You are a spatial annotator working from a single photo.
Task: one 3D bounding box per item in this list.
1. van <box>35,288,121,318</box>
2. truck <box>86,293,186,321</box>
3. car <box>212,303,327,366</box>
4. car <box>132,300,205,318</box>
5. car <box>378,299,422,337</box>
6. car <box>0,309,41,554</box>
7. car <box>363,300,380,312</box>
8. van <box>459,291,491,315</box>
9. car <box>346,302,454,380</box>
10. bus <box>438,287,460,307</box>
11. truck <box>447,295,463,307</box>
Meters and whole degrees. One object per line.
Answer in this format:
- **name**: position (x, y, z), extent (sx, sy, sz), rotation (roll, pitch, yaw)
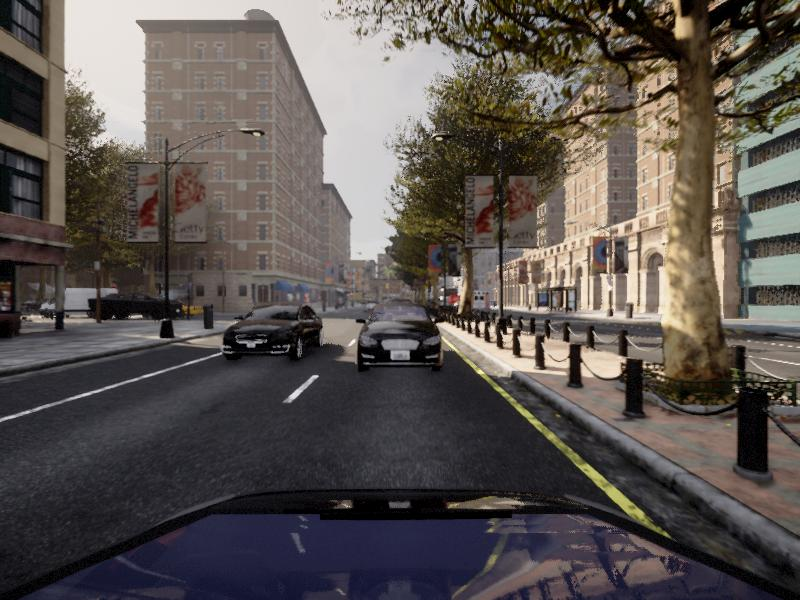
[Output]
- **van**: position (-28.032, 0.271, 34.953), extent (5.915, 2.561, 1.988), rotation (0, 0, -1)
- **truck**: position (-20.654, 0.498, 31.510), extent (6.274, 2.098, 2.390), rotation (0, 0, -1)
- **car**: position (-3.520, 0.829, 11.849), extent (1.837, 1.490, 4.892), rotation (0, 0, 0)
- **car**: position (-20.222, 0.750, 35.099), extent (5.366, 1.575, 1.801), rotation (0, 0, -2)
- **car**: position (0.000, 0.760, 18.942), extent (1.851, 1.617, 3.988), rotation (0, 0, 0)
- **car**: position (-3.500, 0.826, 0.520), extent (2.007, 1.525, 4.514), rotation (0, 0, 0)
- **car**: position (-3.495, 0.755, 50.125), extent (1.845, 1.501, 3.633), rotation (0, 0, 0)
- **van**: position (8.007, 0.315, 43.446), extent (2.351, 2.431, 6.366), rotation (0, 0, 0)
- **car**: position (0.002, 0.822, 10.279), extent (2.128, 1.511, 4.902), rotation (0, 0, 0)
- **bus**: position (11.391, -0.673, 94.353), extent (3.944, 4.253, 10.273), rotation (0, 0, 0)
- **truck**: position (11.511, 0.235, 84.222), extent (2.627, 2.467, 5.204), rotation (0, 0, 0)
